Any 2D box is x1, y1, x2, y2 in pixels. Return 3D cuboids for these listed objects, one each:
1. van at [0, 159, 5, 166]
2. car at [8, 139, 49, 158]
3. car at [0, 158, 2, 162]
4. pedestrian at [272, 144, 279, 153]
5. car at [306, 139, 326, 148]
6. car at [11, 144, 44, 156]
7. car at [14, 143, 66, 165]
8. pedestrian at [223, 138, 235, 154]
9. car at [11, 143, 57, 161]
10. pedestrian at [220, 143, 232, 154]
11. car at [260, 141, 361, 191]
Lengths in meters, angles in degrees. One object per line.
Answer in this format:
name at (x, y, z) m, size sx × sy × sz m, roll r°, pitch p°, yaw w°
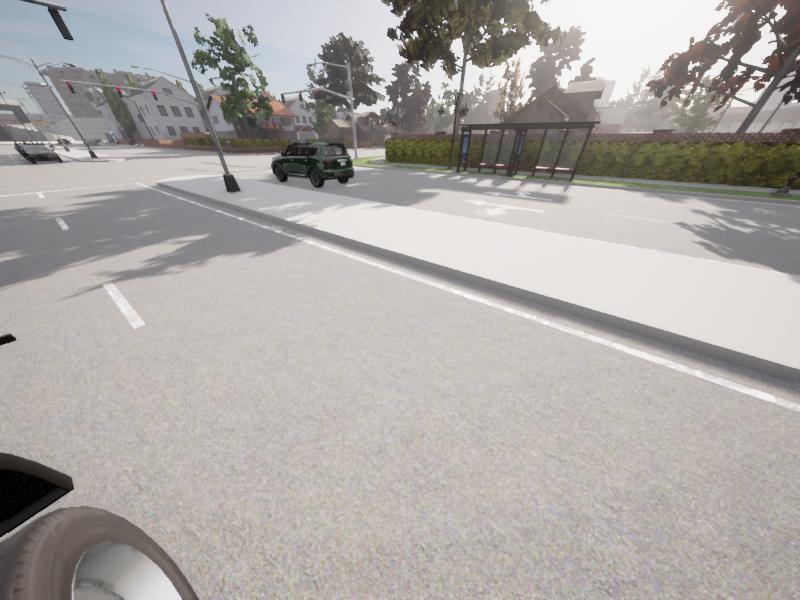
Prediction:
van at (-38.073, -13.178, 20.587) m, size 4.480 × 2.038 × 2.069 m, roll 22°, pitch 41°, yaw 28°
car at (-47.000, -19.209, 29.216) m, size 3.866 × 1.878 × 1.905 m, roll 22°, pitch 41°, yaw 28°
car at (-44.045, -15.543, 24.043) m, size 4.605 × 1.855 × 1.932 m, roll 22°, pitch 41°, yaw 28°
pedestrian at (-19.954, -24.308, 37.037) m, size 0.500 × 1.100 × 0.500 m, roll 22°, pitch 41°, yaw 28°
car at (-18.322, -34.321, 50.635) m, size 3.806 × 1.475 × 1.970 m, roll 22°, pitch 41°, yaw 28°
car at (-52.373, -21.152, 32.453) m, size 4.718 × 1.301 × 1.895 m, roll 22°, pitch 41°, yaw 28°
car at (-35.494, -14.459, 22.769) m, size 5.238 × 1.638 × 1.930 m, roll 21°, pitch 40°, yaw 27°
pedestrian at (-24.879, -22.399, 33.630) m, size 0.751 × 1.860 × 0.751 m, roll -29°, pitch 45°, yaw -35°
car at (-41.779, -16.918, 26.356) m, size 4.792 × 1.488 × 2.163 m, roll 22°, pitch 41°, yaw 28°
pedestrian at (-25.481, -22.219, 33.856) m, size 0.751 × 1.300 × 0.751 m, roll -2°, pitch 35°, yaw -3°
car at (-5.154, -7.876, 13.284) m, size 5.566 × 2.045 × 2.150 m, roll 22°, pitch 41°, yaw 28°
